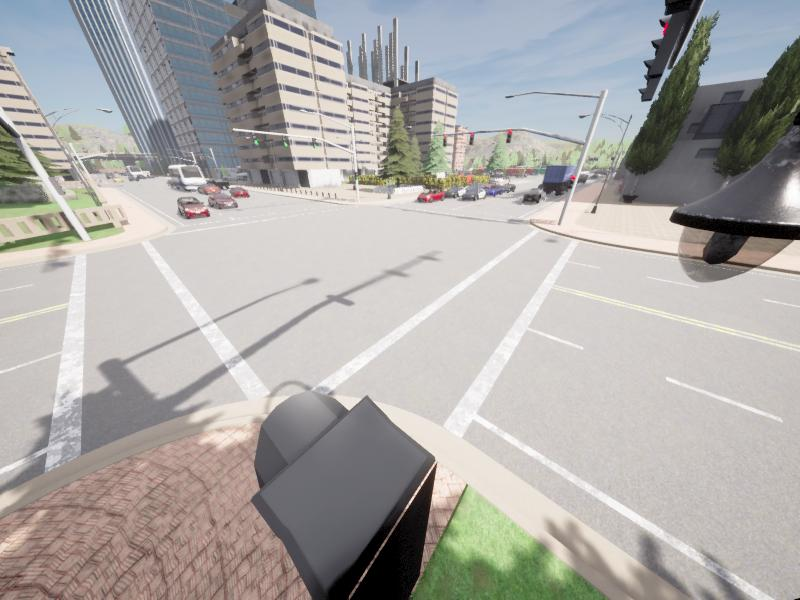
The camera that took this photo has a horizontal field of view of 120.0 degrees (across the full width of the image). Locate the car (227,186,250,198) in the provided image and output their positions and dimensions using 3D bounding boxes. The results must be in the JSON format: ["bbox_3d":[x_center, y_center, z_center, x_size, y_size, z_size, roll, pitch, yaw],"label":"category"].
[{"bbox_3d":[-24.792,-16.630,35.442,1.994,1.385,4.181,-24,38,-35],"label":"car"}]

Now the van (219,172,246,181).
[{"bbox_3d":[-54.541,-40.462,75.550,2.351,2.431,6.366,23,37,34],"label":"van"}]

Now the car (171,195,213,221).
[{"bbox_3d":[-19.080,-8.535,21.181,3.988,1.617,1.851,24,38,36],"label":"car"}]

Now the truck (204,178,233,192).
[{"bbox_3d":[-35.160,-22.362,44.641,6.274,2.098,2.390,24,38,35],"label":"truck"}]

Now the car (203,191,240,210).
[{"bbox_3d":[-20.100,-11.219,25.995,4.674,1.442,1.812,23,37,34],"label":"car"}]

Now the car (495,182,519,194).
[{"bbox_3d":[18.843,-19.664,40.553,2.128,1.511,4.902,23,37,34],"label":"car"}]

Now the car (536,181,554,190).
[{"bbox_3d":[29.521,-23.206,46.904,1.895,1.301,4.718,23,37,34],"label":"car"}]

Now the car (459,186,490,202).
[{"bbox_3d":[10.255,-14.559,31.692,2.038,1.542,4.974,23,37,34],"label":"car"}]

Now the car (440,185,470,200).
[{"bbox_3d":[8.260,-16.092,34.347,2.038,1.542,4.974,23,37,34],"label":"car"}]

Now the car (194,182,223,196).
[{"bbox_3d":[-32.000,-18.582,38.570,5.027,1.651,2.152,23,37,34],"label":"car"}]

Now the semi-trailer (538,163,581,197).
[{"bbox_3d":[27.200,-20.454,38.999,2.717,4.402,14.254,23,37,34],"label":"semi-trailer"}]

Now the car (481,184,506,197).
[{"bbox_3d":[14.747,-17.231,36.324,2.007,1.525,4.514,23,37,34],"label":"car"}]

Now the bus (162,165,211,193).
[{"bbox_3d":[-41.228,-23.525,44.506,10.273,4.253,3.944,23,37,34],"label":"bus"}]

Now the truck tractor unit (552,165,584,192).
[{"bbox_3d":[32.275,-23.408,44.311,3.053,4.208,6.516,22,37,34],"label":"truck tractor unit"}]

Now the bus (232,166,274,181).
[{"bbox_3d":[-48.457,-42.032,76.447,3.944,4.253,10.273,23,37,34],"label":"bus"}]

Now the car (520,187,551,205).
[{"bbox_3d":[17.431,-13.436,29.637,1.930,1.638,5.238,23,37,34],"label":"car"}]

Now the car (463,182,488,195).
[{"bbox_3d":[12.734,-18.797,38.936,2.033,1.649,4.856,23,37,34],"label":"car"}]

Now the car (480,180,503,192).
[{"bbox_3d":[17.256,-21.510,43.592,2.242,1.667,4.611,23,37,34],"label":"car"}]

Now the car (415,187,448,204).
[{"bbox_3d":[4.201,-13.723,30.248,2.007,1.525,4.514,24,38,35],"label":"car"}]
